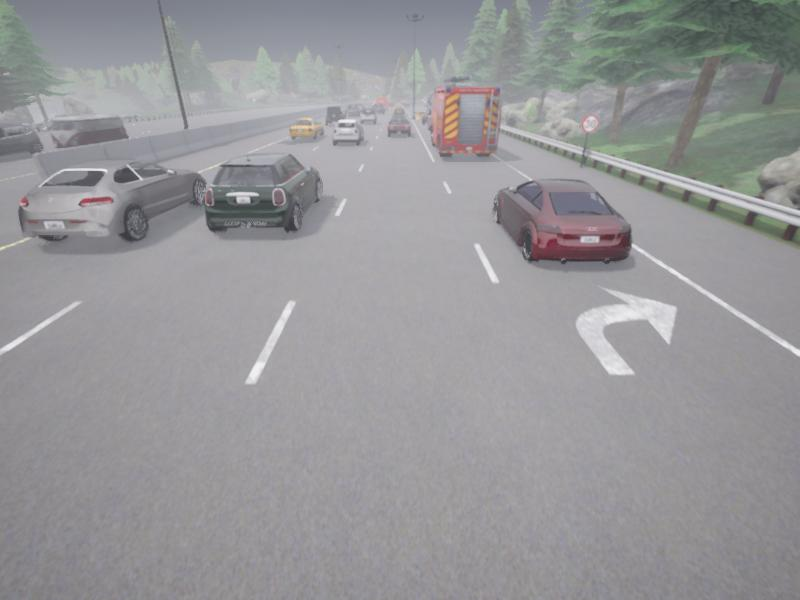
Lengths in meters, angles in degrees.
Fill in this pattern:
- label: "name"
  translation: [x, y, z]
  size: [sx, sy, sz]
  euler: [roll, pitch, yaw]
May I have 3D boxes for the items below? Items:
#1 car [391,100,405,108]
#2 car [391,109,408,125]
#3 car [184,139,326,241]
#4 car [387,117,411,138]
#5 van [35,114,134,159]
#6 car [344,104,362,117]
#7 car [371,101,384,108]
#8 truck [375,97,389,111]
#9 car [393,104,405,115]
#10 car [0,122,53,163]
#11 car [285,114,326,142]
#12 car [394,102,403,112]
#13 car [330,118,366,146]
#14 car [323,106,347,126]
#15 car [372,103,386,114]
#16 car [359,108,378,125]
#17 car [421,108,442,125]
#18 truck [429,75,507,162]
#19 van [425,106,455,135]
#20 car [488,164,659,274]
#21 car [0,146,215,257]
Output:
- label: "car"
  translation: [-0.473, -51.308, 104.756]
  size: [2.242, 1.667, 4.611]
  euler: [11, 29, 20]
- label: "car"
  translation: [-0.100, -20.662, 45.141]
  size: [1.845, 1.501, 3.633]
  euler: [0, 27, 0]
- label: "car"
  translation: [-3.523, -3.204, 10.890]
  size: [2.097, 1.767, 4.553]
  euler: [0, 27, 0]
- label: "car"
  translation: [-0.065, -14.407, 33.228]
  size: [1.895, 1.301, 4.718]
  euler: [0, 27, 0]
- label: "van"
  translation: [-17.544, -9.338, 22.617]
  size: [1.775, 1.987, 4.442]
  euler: [0, 27, 0]
- label: "car"
  translation: [-7.179, -29.108, 61.427]
  size: [2.242, 1.667, 4.611]
  euler: [0, 27, 0]
- label: "car"
  translation: [-5.601, -49.328, 101.006]
  size: [1.812, 1.442, 4.674]
  euler: [7, 28, 13]
- label: "truck"
  translation: [-3.797, -41.543, 84.737]
  size: [2.627, 2.467, 5.204]
  euler: [0, 27, 0]
- label: "car"
  translation: [-0.205, -31.772, 66.748]
  size: [1.882, 1.535, 5.008]
  euler: [0, 27, 0]
- label: "car"
  translation: [-21.041, -8.088, 20.542]
  size: [2.242, 1.667, 4.611]
  euler: [0, 27, 0]
- label: "car"
  translation: [-7.058, -13.169, 30.513]
  size: [1.801, 1.575, 5.366]
  euler: [0, 27, 0]
- label: "car"
  translation: [-0.269, -38.270, 79.384]
  size: [1.801, 1.575, 5.366]
  euler: [0, 27, 0]
- label: "car"
  translation: [-3.551, -11.704, 27.774]
  size: [1.970, 1.475, 3.806]
  euler: [0, 27, 0]
- label: "car"
  translation: [-7.095, -20.336, 44.116]
  size: [1.905, 1.878, 3.866]
  euler: [0, 27, 0]
- label: "car"
  translation: [-3.724, -33.797, 70.544]
  size: [2.242, 1.667, 4.611]
  euler: [0, 27, 0]
- label: "car"
  translation: [-3.604, -21.276, 46.254]
  size: [1.851, 1.617, 3.988]
  euler: [0, 27, 0]
- label: "car"
  translation: [3.719, -21.468, 46.706]
  size: [2.038, 1.542, 4.974]
  euler: [3, 27, 6]
- label: "truck"
  translation: [3.460, -10.571, 23.000]
  size: [2.891, 3.827, 8.468]
  euler: [0, 27, 0]
- label: "van"
  translation: [3.433, -15.858, 35.246]
  size: [2.069, 2.038, 4.480]
  euler: [0, 28, 0]
- label: "car"
  translation: [3.481, -2.052, 9.109]
  size: [1.994, 1.385, 4.181]
  euler: [0, 27, 0]
- label: "car"
  translation: [-7.022, -2.791, 10.277]
  size: [2.152, 1.651, 5.027]
  euler: [0, 27, 0]
